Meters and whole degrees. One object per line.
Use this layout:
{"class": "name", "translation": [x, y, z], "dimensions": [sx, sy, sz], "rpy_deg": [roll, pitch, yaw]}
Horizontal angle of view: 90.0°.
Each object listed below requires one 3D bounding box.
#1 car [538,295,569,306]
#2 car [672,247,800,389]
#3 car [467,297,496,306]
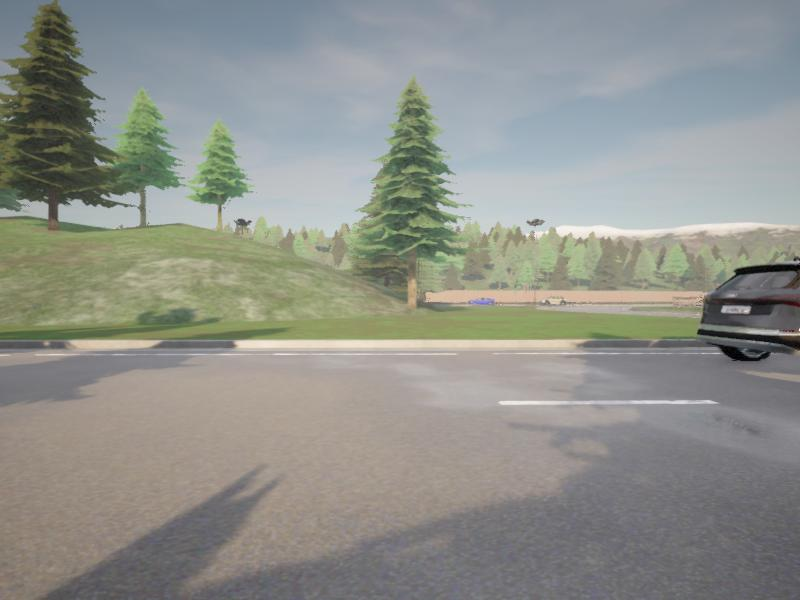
{"class": "car", "translation": [27.071, 0.086, 70.641], "dimensions": [4.605, 1.855, 1.932], "rpy_deg": [0, 0, -2]}
{"class": "car", "translation": [7.018, 0.187, 5.743], "dimensions": [4.856, 1.649, 2.033], "rpy_deg": [0, 0, -1]}
{"class": "car", "translation": [14.296, 0.282, 70.278], "dimensions": [4.514, 1.525, 2.007], "rpy_deg": [0, 0, -2]}
